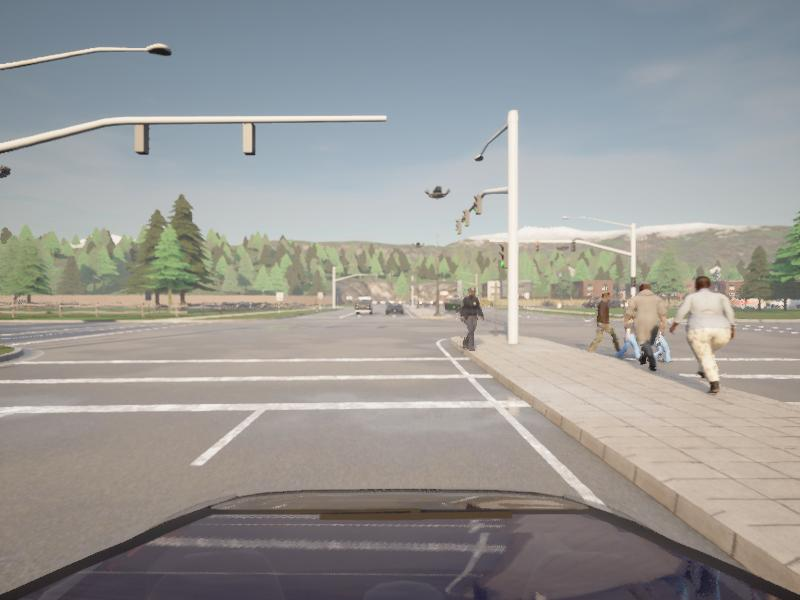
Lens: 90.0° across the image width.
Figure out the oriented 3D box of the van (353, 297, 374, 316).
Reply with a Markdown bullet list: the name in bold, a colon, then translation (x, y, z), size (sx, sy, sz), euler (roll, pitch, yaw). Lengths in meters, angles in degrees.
- **van**: translation (-4.093, 0.660, 45.946), size (2.069, 2.038, 4.480), euler (0, 1, 0)

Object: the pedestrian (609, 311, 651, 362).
- **pedestrian**: translation (6.228, 0.958, 10.870), size (0.751, 1.300, 0.751), euler (0, 0, 8)

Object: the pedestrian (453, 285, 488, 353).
- **pedestrian**: translation (1.980, 0.510, 11.329), size (0.751, 1.860, 0.751), euler (0, 0, -11)

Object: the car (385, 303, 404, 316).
- **car**: translation (-0.589, 1.002, 45.422), size (1.994, 1.385, 4.181), euler (0, 0, 0)

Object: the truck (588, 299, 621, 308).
- **truck**: translation (45.644, 0.728, 89.441), size (6.274, 2.098, 2.390), euler (0, 0, -1)

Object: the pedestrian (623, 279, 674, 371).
- **pedestrian**: translation (5.302, 0.505, 8.573), size (0.751, 1.860, 0.751), euler (0, 0, 16)

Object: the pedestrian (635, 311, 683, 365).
- **pedestrian**: translation (6.534, 0.940, 10.114), size (0.751, 1.300, 0.751), euler (0, 0, 4)

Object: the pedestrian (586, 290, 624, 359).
- **pedestrian**: translation (5.722, 0.663, 11.220), size (0.751, 1.860, 0.751), euler (0, 0, 10)

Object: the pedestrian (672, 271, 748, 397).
- **pedestrian**: translation (4.888, 0.500, 6.363), size (0.751, 1.860, 0.751), euler (0, 0, 19)
